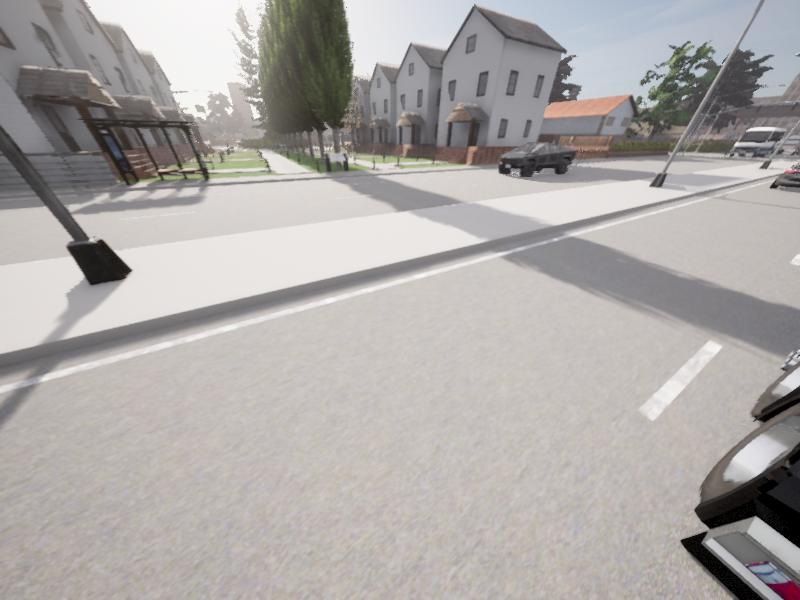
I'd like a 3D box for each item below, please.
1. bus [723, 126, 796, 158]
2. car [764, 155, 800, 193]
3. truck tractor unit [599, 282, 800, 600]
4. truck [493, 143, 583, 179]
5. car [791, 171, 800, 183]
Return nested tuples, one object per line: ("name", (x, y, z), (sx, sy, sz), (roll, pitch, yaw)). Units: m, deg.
("bus", (63.487, -27.839, 40.824), (10.273, 4.253, 3.944), (-17, 39, -23))
("car", (23.677, -7.152, 13.029), (4.611, 1.667, 2.242), (-17, 39, -23))
("truck tractor unit", (5.142, -0.269, 0.740), (6.516, 4.208, 3.053), (-17, 38, -23))
("truck", (10.546, -10.796, 17.735), (6.274, 2.098, 2.390), (-17, 39, -23))
("car", (29.654, -8.929, 15.760), (4.974, 1.542, 2.038), (-17, 39, -23))
